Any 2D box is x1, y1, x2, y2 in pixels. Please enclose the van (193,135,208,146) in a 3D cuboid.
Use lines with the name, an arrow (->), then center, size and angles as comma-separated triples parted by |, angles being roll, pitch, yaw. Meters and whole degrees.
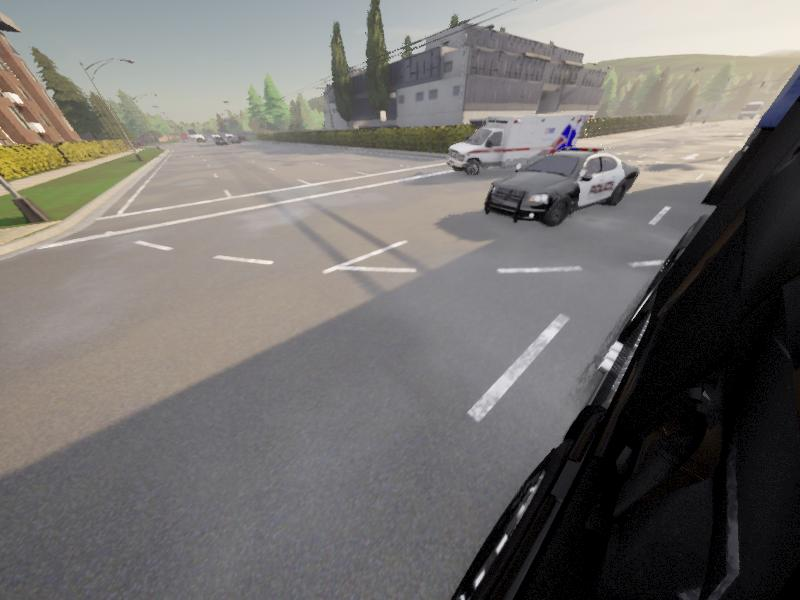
van -> -48.947, -39.132, 56.718 | 2.069, 2.038, 4.480 | -26, 43, -28

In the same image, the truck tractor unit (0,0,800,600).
truck tractor unit -> 2.645, -0.295, 0.351 | 6.516, 4.208, 3.053 | -28, 44, -30

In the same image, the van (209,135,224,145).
van -> -46.958, -41.100, 59.214 | 2.069, 2.038, 4.480 | -26, 43, -28

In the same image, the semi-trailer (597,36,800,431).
semi-trailer -> 8.748, -3.568, 4.183 | 14.254, 4.402, 2.717 | -28, 44, -29

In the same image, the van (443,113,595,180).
van -> 5.802, -8.064, 12.025 | 6.366, 2.431, 2.351 | -8, 40, -8

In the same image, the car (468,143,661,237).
car -> 4.649, -3.418, 6.629 | 4.974, 1.542, 2.038 | -21, 40, -23

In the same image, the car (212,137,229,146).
car -> -42.128, -37.174, 54.137 | 2.242, 1.667, 4.611 | -26, 43, -28
